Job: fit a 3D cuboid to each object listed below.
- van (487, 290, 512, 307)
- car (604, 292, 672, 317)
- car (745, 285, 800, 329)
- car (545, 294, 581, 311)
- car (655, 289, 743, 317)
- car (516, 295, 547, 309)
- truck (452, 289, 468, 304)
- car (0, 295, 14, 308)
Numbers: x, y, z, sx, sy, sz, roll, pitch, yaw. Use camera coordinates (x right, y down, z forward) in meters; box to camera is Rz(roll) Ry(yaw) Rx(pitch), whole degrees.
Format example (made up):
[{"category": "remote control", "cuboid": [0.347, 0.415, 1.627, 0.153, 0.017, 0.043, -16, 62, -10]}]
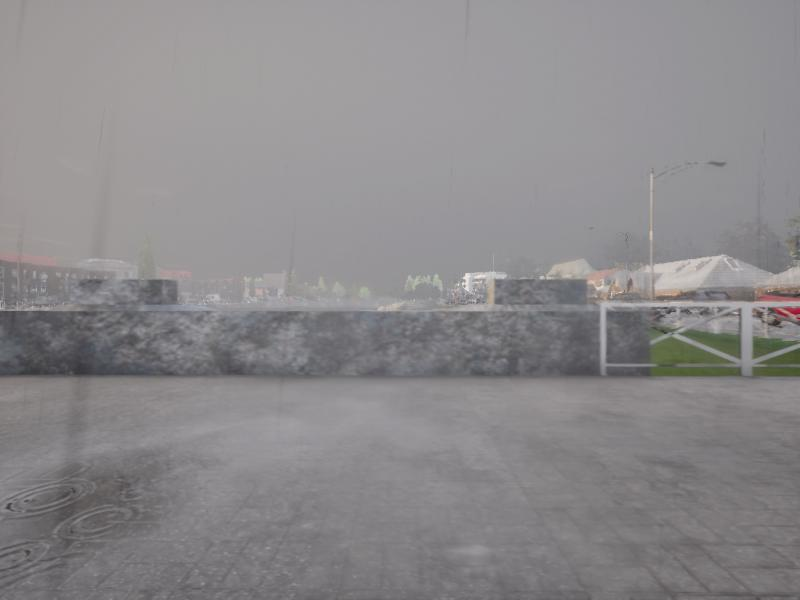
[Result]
[{"category": "van", "cuboid": [15.197, -0.213, 61.407, 2.351, 2.431, 6.366, 0, 0, 1]}, {"category": "car", "cuboid": [14.812, 0.261, 25.161, 1.816, 1.474, 4.193, 0, 0, 1]}, {"category": "car", "cuboid": [14.684, 0.234, 13.607, 2.007, 1.525, 4.514, 0, 0, 1]}, {"category": "car", "cuboid": [14.934, 0.235, 36.884, 1.845, 1.501, 3.633, 0, 0, 1]}, {"category": "car", "cuboid": [18.815, 0.185, 25.546, 2.033, 1.649, 4.856, 0, 0, 1]}, {"category": "car", "cuboid": [15.032, 0.231, 46.039, 1.882, 1.535, 5.008, 0, 0, 1]}, {"category": "truck", "cuboid": [15.657, -0.912, 104.520, 2.891, 3.827, 8.468, 0, 0, 1]}, {"category": "car", "cuboid": [-50.600, 0.159, 48.747, 1.930, 1.638, 5.238, 0, 0, 1]}]
